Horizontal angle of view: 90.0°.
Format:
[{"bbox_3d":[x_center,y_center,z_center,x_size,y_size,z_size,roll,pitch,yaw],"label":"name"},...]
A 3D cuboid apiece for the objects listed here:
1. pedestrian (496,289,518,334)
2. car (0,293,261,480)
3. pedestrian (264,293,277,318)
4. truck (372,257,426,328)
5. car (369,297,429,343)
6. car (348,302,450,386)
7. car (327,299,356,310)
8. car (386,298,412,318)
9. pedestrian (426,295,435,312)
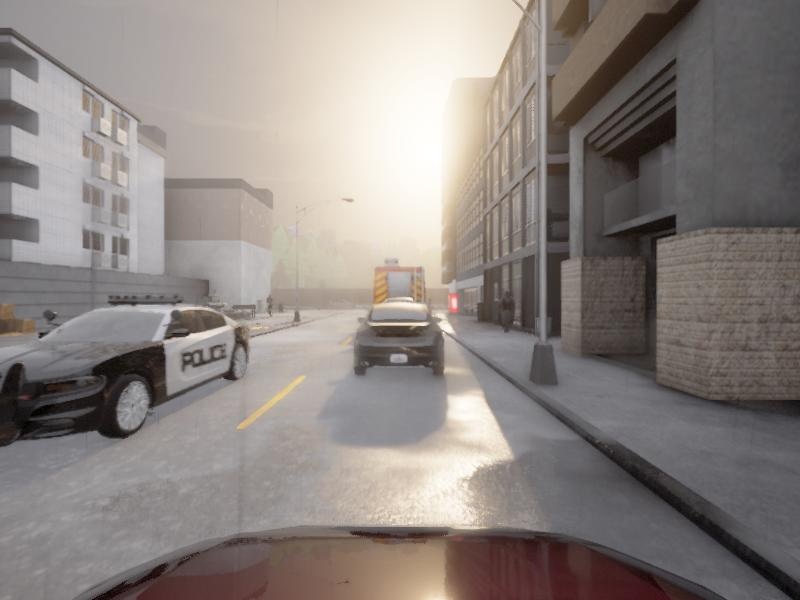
[{"bbox_3d":[4.462,0.467,16.732,0.751,1.860,0.751,0,0,3],"label":"pedestrian"},{"bbox_3d":[-3.996,0.747,6.118,1.930,1.638,5.238,0,0,0],"label":"car"},{"bbox_3d":[-9.988,0.412,30.776,0.751,1.860,0.751,0,0,-1],"label":"pedestrian"},{"bbox_3d":[-0.025,-0.422,25.677,2.891,3.827,8.468,0,0,0],"label":"truck"},{"bbox_3d":[-0.024,0.714,16.932,2.152,1.651,5.027,0,0,0],"label":"car"},{"bbox_3d":[-0.010,0.806,9.672,1.837,1.490,4.892,0,0,0],"label":"car"},{"bbox_3d":[-7.805,0.616,53.713,3.633,1.501,1.845,0,0,0],"label":"car"},{"bbox_3d":[-0.075,0.642,34.494,2.033,1.649,4.856,0,0,0],"label":"car"},{"bbox_3d":[3.352,0.351,44.071,0.751,1.860,0.751,0,0,-27],"label":"pedestrian"}]
